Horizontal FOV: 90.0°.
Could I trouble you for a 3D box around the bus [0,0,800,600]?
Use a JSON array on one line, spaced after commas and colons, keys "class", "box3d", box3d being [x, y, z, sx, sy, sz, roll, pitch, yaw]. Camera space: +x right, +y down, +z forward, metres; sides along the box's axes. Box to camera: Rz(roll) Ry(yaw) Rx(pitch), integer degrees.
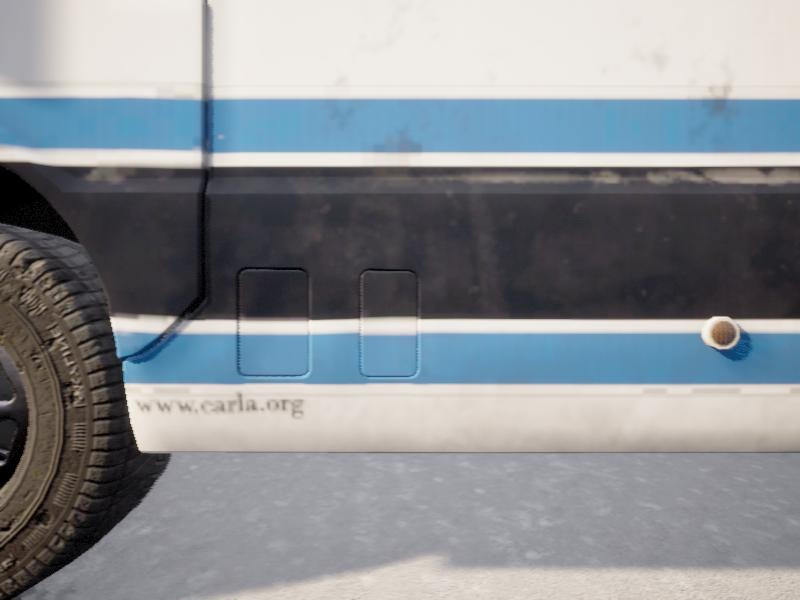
[{"class": "bus", "box3d": [2.005, -1.134, 2.578, 10.273, 4.253, 3.944, 0, 0, 0]}]
